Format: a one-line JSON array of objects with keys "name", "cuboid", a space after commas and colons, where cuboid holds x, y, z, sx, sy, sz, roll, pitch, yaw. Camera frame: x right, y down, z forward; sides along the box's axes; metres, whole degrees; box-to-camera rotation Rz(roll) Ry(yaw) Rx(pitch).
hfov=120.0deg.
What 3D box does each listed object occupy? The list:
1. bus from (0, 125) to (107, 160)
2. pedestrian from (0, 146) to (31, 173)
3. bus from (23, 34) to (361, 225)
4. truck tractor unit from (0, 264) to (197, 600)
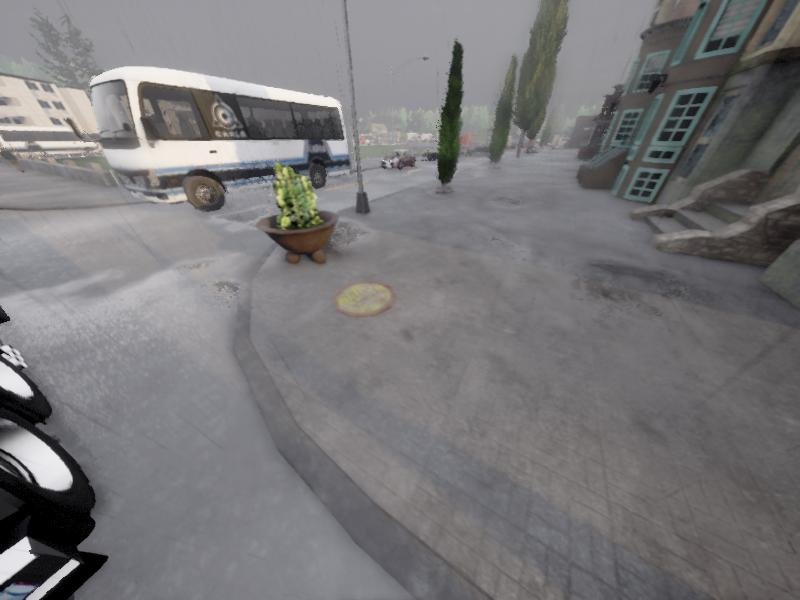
[{"name": "bus", "cuboid": [-58.727, -26.544, 38.914, 3.944, 4.253, 10.273, 18, 39, 24]}, {"name": "pedestrian", "cuboid": [-32.027, -11.588, 19.074, 0.751, 1.860, 0.751, 19, 39, 25]}, {"name": "bus", "cuboid": [-6.760, -7.310, 10.841, 3.944, 4.253, 10.273, 17, 39, 24]}, {"name": "truck tractor unit", "cuboid": [-5.111, -0.300, 0.779, 6.516, 4.208, 3.053, 18, 39, 24]}]
